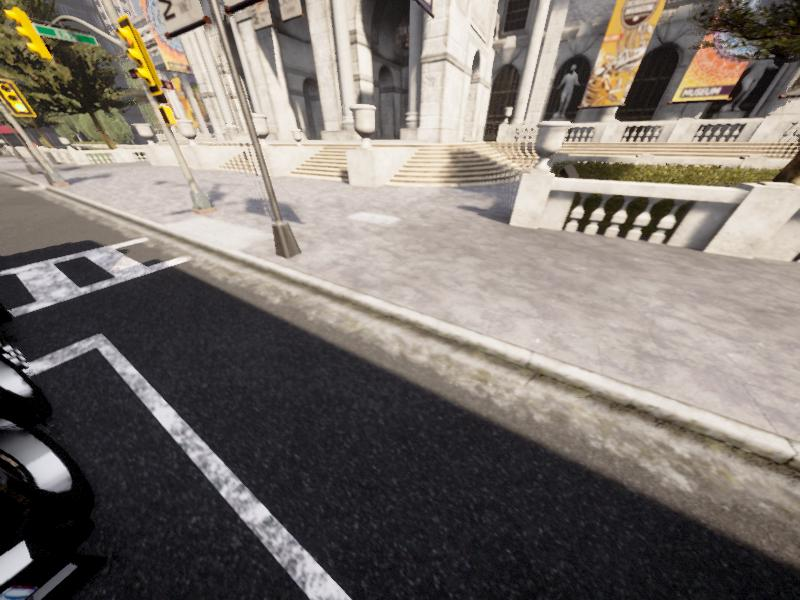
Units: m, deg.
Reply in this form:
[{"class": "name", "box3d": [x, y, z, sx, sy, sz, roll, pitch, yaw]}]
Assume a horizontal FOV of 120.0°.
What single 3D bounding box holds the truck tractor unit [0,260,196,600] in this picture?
[{"class": "truck tractor unit", "box3d": [-5.105, -0.307, 0.787, 6.516, 4.208, 3.053, 19, 39, 24]}]
